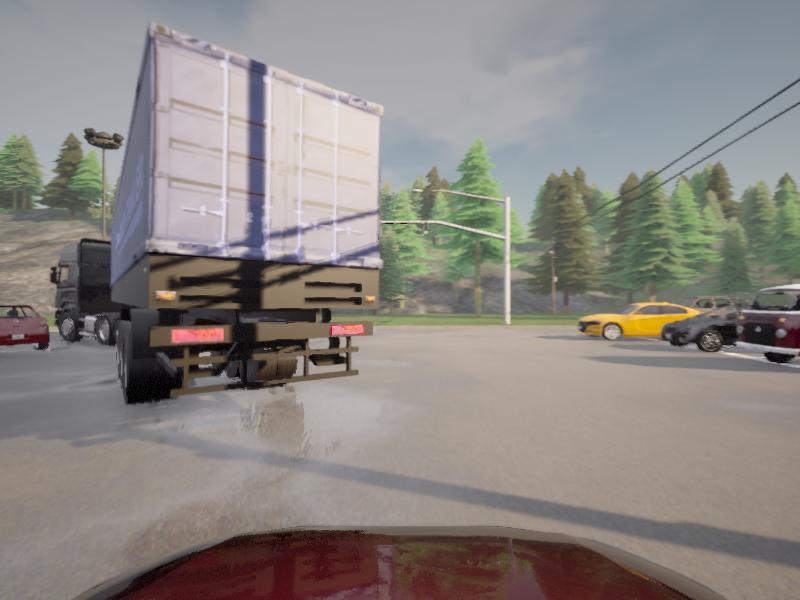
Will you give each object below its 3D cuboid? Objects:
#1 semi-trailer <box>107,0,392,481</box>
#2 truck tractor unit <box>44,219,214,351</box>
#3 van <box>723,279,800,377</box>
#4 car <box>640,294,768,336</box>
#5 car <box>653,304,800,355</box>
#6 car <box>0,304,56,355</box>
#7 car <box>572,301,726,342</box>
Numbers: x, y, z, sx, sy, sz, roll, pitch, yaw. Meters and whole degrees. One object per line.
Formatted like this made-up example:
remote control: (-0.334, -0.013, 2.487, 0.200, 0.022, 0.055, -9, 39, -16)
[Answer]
semi-trailer: (-5.485, -0.595, 9.965, 2.717, 4.402, 14.254, 1, -1, -37)
truck tractor unit: (-10.746, -0.470, 15.734, 6.516, 4.208, 3.053, 0, 0, 31)
van: (10.574, 0.567, 9.182, 4.480, 2.038, 2.069, -1, 0, 6)
car: (14.499, 0.669, 19.338, 4.605, 1.855, 1.932, 1, 0, 6)
car: (10.714, 0.861, 12.683, 4.193, 1.474, 1.816, 0, 0, 6)
car: (-13.099, 0.878, 12.956, 3.633, 1.501, 1.845, 0, -1, 29)
car: (9.899, 0.839, 16.254, 5.008, 1.535, 1.882, 0, 0, 5)
